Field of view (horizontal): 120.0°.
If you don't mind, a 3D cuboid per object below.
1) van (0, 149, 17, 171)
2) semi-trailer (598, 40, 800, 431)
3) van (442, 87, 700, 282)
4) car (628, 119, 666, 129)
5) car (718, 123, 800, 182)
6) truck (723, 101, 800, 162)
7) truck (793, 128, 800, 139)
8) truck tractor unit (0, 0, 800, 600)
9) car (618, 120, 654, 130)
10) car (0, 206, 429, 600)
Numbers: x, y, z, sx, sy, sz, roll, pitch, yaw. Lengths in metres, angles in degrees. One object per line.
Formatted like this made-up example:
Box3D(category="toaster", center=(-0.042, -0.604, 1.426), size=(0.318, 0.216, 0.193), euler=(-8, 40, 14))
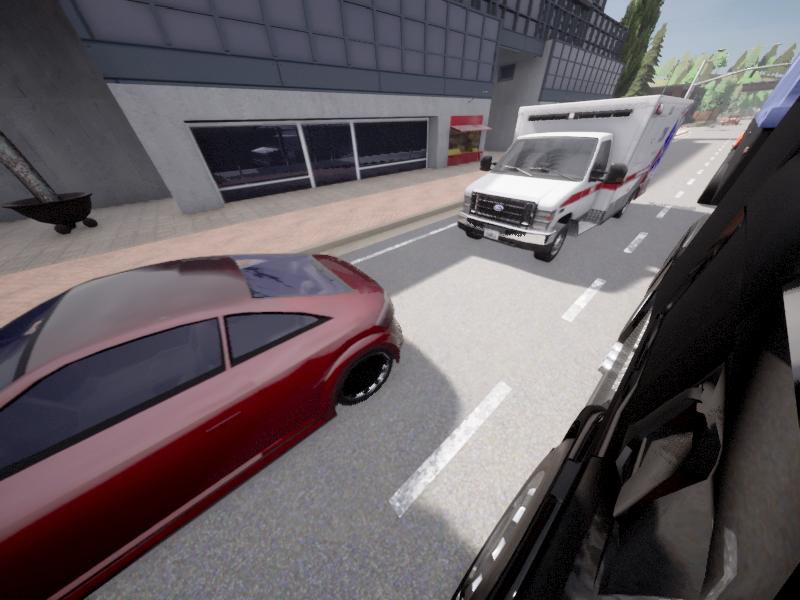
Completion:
Box3D(category="van", center=(-45.697, -15.464, 25.061), size=(1.988, 2.561, 5.915), euler=(-28, 44, -30))
Box3D(category="semi-trailer", center=(8.695, -3.609, 4.227), size=(14.254, 4.402, 2.717), euler=(-28, 44, -30))
Box3D(category="van", center=(4.117, -3.089, 5.483), size=(6.366, 2.431, 2.351), euler=(-28, 44, -30))
Box3D(category="car", center=(50.814, -36.240, 47.618), size=(2.163, 1.488, 4.792), euler=(-28, 44, -30))
Box3D(category="car", center=(15.850, -6.295, 9.668), size=(4.611, 1.667, 2.242), euler=(-28, 44, -30))
Box3D(category="truck", center=(21.418, -9.588, 13.039), size=(5.204, 2.467, 2.627), euler=(-28, 44, -30))
Box3D(category="truck", center=(38.090, -15.730, 20.193), size=(5.204, 2.467, 2.627), euler=(-28, 44, -30))
Box3D(category="truck tractor unit", center=(2.645, -0.295, 0.351), size=(6.516, 4.208, 3.053), euler=(-28, 44, -30))
Box3D(category="car", center=(47.435, -35.273, 46.559), size=(2.007, 1.525, 4.514), euler=(-28, 44, -30))
Box3D(category="car", center=(-1.990, 0.595, 1.830), size=(4.181, 1.385, 1.994), euler=(-28, 44, -30))
